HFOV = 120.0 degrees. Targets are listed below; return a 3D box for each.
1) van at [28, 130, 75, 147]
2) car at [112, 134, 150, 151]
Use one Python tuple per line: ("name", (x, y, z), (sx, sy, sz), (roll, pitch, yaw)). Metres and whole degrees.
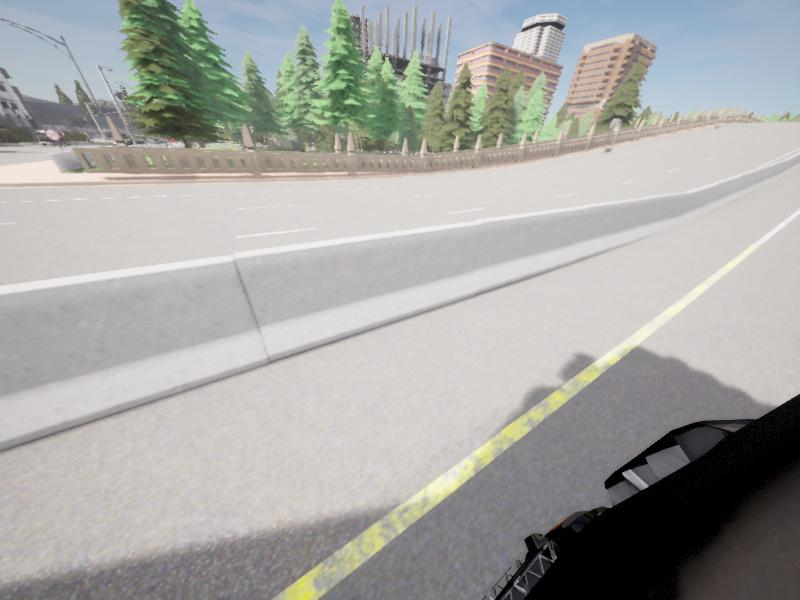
("van", (-54.962, -25.578, 36.612), (2.069, 2.038, 4.480), (-15, 37, -25))
("car", (-43.542, -25.691, 37.638), (2.150, 2.045, 5.566), (-15, 37, -25))
